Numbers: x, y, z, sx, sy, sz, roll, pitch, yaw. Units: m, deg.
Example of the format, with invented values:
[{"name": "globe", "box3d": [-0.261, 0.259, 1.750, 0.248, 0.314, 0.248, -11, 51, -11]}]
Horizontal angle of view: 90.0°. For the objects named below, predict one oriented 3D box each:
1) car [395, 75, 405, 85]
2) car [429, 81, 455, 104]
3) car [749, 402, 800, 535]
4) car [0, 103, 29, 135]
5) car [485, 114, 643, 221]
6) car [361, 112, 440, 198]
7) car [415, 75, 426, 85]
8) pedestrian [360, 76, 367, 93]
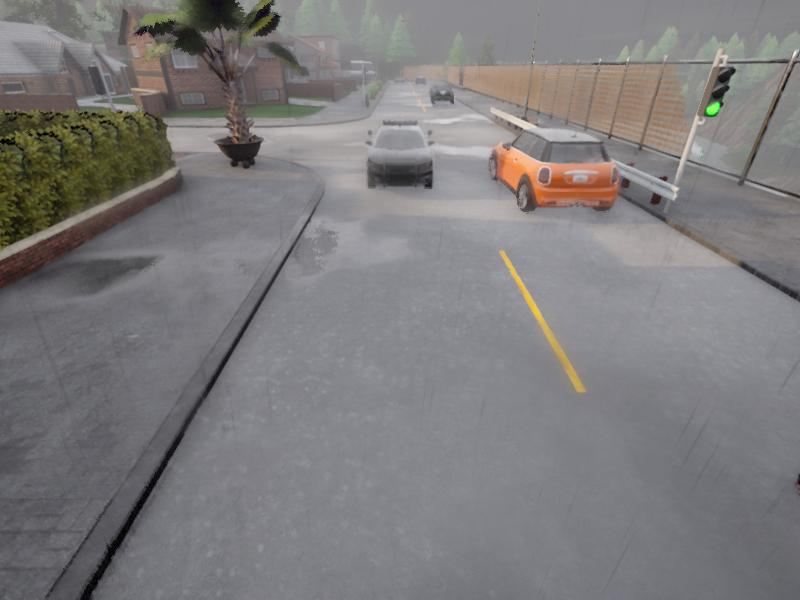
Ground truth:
[{"name": "car", "box3d": [-0.019, -46.075, 83.666, 2.152, 1.651, 5.027, 0, 30, 0]}, {"name": "car", "box3d": [3.991, -20.196, 38.862, 2.097, 1.767, 4.553, 0, 30, 0]}, {"name": "car", "box3d": [4.001, 1.972, 1.289, 1.994, 1.385, 4.181, 0, 30, 0]}, {"name": "car", "box3d": [-22.592, -9.452, 20.872, 4.181, 1.385, 1.994, 0, 30, 0]}, {"name": "car", "box3d": [3.890, -3.721, 10.623, 2.097, 1.767, 4.553, -1, 30, -2]}, {"name": "car", "box3d": [0.004, -4.714, 12.477, 1.930, 1.638, 5.238, 0, 30, 0]}, {"name": "car", "box3d": [3.982, -42.927, 78.074, 1.882, 1.535, 5.008, 0, 30, 0]}, {"name": "pedestrian", "box3d": [-4.622, -27.421, 50.925, 0.751, 1.860, 0.751, 0, 30, -1]}]
